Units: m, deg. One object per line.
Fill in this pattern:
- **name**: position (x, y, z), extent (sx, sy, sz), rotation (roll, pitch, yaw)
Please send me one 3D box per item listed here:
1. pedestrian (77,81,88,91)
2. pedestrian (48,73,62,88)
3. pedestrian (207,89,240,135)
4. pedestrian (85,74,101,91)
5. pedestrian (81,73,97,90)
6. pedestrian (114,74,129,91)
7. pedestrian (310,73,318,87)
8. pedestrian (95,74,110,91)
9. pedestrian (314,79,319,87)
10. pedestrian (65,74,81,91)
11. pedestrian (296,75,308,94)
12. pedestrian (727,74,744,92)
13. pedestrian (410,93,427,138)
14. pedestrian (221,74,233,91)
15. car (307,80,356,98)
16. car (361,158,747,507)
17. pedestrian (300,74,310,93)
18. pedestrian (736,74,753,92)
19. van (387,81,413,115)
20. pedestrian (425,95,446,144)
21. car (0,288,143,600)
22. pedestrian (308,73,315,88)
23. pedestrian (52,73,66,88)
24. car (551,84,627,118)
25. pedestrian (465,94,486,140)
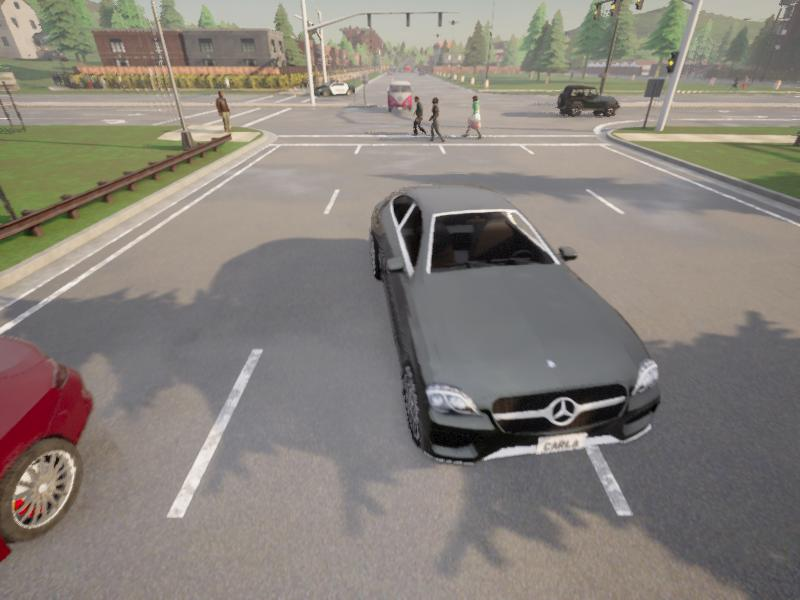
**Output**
- **pedestrian**: position (-40.346, -27.207, 50.839), extent (0.500, 1.100, 0.500), rotation (7, 31, 12)
- **pedestrian**: position (-48.767, -31.014, 56.568), extent (0.751, 1.860, 0.751), rotation (-4, 31, -7)
- **pedestrian**: position (-8.222, -8.776, 18.718), extent (0.751, 1.860, 0.751), rotation (19, 35, 29)
- **pedestrian**: position (-39.003, -27.663, 50.865), extent (0.751, 1.860, 0.751), rotation (-2, 30, -3)
- **pedestrian**: position (-39.284, -27.621, 50.531), extent (0.751, 1.860, 0.751), rotation (0, 30, 1)
- **pedestrian**: position (-35.367, -27.607, 50.770), extent (0.751, 1.860, 0.751), rotation (0, 30, -1)
- **pedestrian**: position (-12.783, -32.720, 59.482), extent (0.751, 1.860, 0.751), rotation (6, 31, 10)
- **pedestrian**: position (-37.724, -27.611, 50.777), extent (0.751, 1.860, 0.751), rotation (-5, 31, -9)
- **pedestrian**: position (-12.419, -32.195, 59.339), extent (0.500, 1.100, 0.500), rotation (5, 31, 8)
- **pedestrian**: position (-41.410, -27.569, 50.705), extent (0.751, 1.860, 0.751), rotation (10, 32, 17)
- **pedestrian**: position (-11.182, -24.622, 45.650), extent (0.751, 1.860, 0.751), rotation (16, 34, 25)
- **pedestrian**: position (40.983, -26.466, 48.847), extent (0.751, 1.860, 0.751), rotation (2, 30, 3)
- **pedestrian**: position (0.869, -8.788, 19.042), extent (0.751, 1.860, 0.751), rotation (1, 30, 3)
- **pedestrian**: position (-21.969, -27.611, 50.780), extent (0.751, 1.860, 0.751), rotation (0, 30, 0)
- **car**: position (-7.483, -23.379, 44.255), extent (4.974, 1.542, 2.038), rotation (-25, 39, -36)
- **car**: position (0.829, -0.404, 5.053), extent (2.152, 1.651, 5.027), rotation (-5, 31, -8)
- **pedestrian**: position (-11.184, -25.461, 47.063), extent (0.751, 1.860, 0.751), rotation (0, 30, 0)
- **pedestrian**: position (42.109, -26.486, 48.882), extent (0.751, 1.860, 0.751), rotation (2, 31, 4)
- **van**: position (0.008, -15.003, 29.547), extent (1.775, 1.987, 4.442), rotation (0, 30, 0)
- **pedestrian**: position (1.548, -7.882, 17.501), extent (0.751, 1.860, 0.751), rotation (-1, 30, -2)
- **car**: position (-3.490, 1.704, 1.637), extent (1.812, 1.442, 4.674), rotation (0, 30, 0)
- **pedestrian**: position (-12.967, -32.109, 58.441), extent (0.751, 1.860, 0.751), rotation (-3, 31, -6)
- **pedestrian**: position (-48.772, -31.389, 57.206), extent (0.751, 1.860, 0.751), rotation (-1, 30, -2)
- **car**: position (12.551, -13.351, 26.830), extent (3.866, 1.878, 1.905), rotation (0, 30, 1)
- **pedestrian**: position (3.430, -8.362, 18.318), extent (0.751, 1.860, 0.751), rotation (3, 31, 6)
